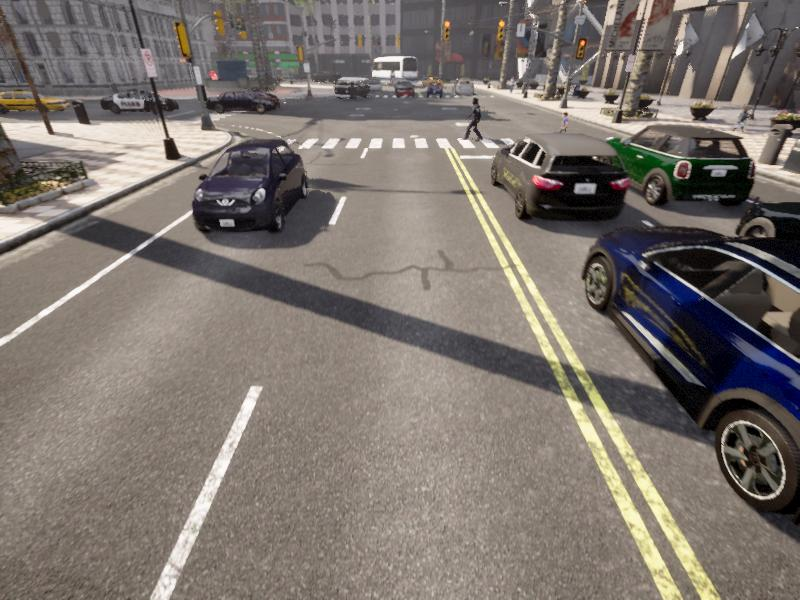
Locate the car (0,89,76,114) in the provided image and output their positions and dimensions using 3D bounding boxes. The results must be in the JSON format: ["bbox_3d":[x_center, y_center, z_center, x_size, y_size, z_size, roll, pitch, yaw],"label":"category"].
[{"bbox_3d":[-27.754,-14.790,29.762,5.366,1.575,1.801,0,30,0],"label":"car"}]

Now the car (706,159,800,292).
[{"bbox_3d":[7.207,-0.661,5.583,2.038,1.542,4.974,0,30,0],"label":"car"}]

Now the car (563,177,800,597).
[{"bbox_3d":[3.689,0.166,4.085,2.033,1.649,4.856,0,30,1],"label":"car"}]

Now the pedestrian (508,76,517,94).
[{"bbox_3d":[12.937,-24.825,46.152,0.751,1.860,0.751,6,31,10],"label":"pedestrian"}]

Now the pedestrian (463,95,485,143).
[{"bbox_3d":[3.296,-8.085,17.897,0.751,1.860,0.751,2,30,4],"label":"pedestrian"}]

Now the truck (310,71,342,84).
[{"bbox_3d":[-14.671,-44.117,79.285,6.274,2.098,2.390,19,35,29],"label":"truck"}]

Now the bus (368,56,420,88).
[{"bbox_3d":[-1.189,-38.427,67.401,3.944,4.253,10.273,-18,35,-28],"label":"bus"}]

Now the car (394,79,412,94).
[{"bbox_3d":[0.343,-27.493,51.473,1.970,1.475,3.806,-2,30,-3],"label":"car"}]

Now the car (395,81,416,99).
[{"bbox_3d":[0.584,-23.206,44.148,2.163,1.488,4.792,0,30,0],"label":"car"}]

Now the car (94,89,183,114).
[{"bbox_3d":[-19.265,-14.751,29.719,4.974,1.542,2.038,0,30,0],"label":"car"}]

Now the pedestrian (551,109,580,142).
[{"bbox_3d":[7.527,-7.984,18.265,0.751,1.300,0.751,-1,30,-1],"label":"pedestrian"}]

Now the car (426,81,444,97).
[{"bbox_3d":[3.911,-23.936,45.337,1.845,1.501,3.633,2,30,3],"label":"car"}]

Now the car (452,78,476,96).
[{"bbox_3d":[7.675,-25.846,48.446,2.242,1.667,4.611,0,30,0],"label":"car"}]

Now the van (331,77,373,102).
[{"bbox_3d":[-4.750,-21.345,40.438,2.069,2.038,4.480,15,33,21],"label":"van"}]

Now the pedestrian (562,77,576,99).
[{"bbox_3d":[16.488,-20.685,39.072,0.751,1.860,0.751,3,30,5],"label":"pedestrian"}]

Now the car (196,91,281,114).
[{"bbox_3d":[-11.909,-14.750,29.831,5.357,1.411,2.033,-1,30,-2],"label":"car"}]

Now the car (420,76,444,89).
[{"bbox_3d":[5.032,-34.557,63.418,1.801,1.575,5.366,-10,32,-16],"label":"car"}]

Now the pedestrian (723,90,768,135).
[{"bbox_3d":[16.288,-8.875,18.908,0.751,1.860,0.751,3,30,4],"label":"pedestrian"}]

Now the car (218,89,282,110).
[{"bbox_3d":[-12.062,-16.219,32.364,4.181,1.385,1.994,3,30,6],"label":"car"}]

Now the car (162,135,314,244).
[{"bbox_3d":[-3.294,-2.661,9.032,1.845,1.501,3.633,0,30,0],"label":"car"}]

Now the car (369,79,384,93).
[{"bbox_3d":[-3.140,-27.979,52.262,1.845,1.501,3.633,-2,30,-4],"label":"car"}]

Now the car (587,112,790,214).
[{"bbox_3d":[7.268,-3.944,10.927,2.097,1.767,4.553,0,30,1],"label":"car"}]

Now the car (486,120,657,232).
[{"bbox_3d":[3.758,-3.306,9.972,2.242,1.667,4.611,0,30,0],"label":"car"}]
